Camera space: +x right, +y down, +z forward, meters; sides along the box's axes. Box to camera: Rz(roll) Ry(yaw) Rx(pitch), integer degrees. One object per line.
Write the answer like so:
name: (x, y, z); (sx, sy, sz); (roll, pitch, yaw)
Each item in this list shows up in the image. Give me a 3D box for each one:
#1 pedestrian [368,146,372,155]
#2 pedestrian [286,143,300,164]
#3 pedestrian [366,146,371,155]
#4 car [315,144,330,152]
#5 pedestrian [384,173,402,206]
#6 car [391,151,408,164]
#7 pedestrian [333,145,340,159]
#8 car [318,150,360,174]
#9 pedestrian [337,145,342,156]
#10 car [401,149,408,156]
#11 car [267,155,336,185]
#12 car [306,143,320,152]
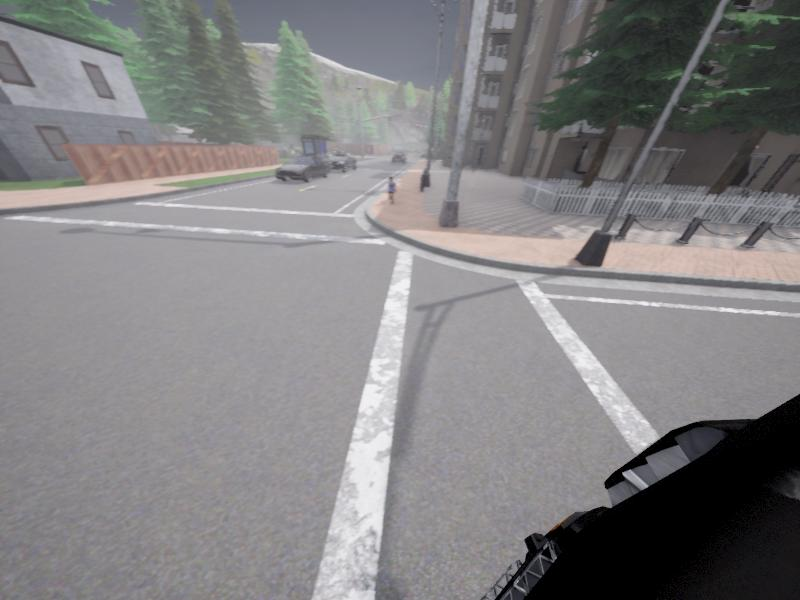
pedestrian: (-7.815, -38.570, 59.557); (0.751, 1.860, 0.751); (7, 34, 6)
pedestrian: (-11.799, -16.187, 25.547); (0.751, 1.860, 0.751); (3, 34, 1)
pedestrian: (-8.032, -38.259, 59.071); (0.751, 1.860, 0.751); (-18, 39, -28)
car: (-21.160, -41.577, 63.241); (1.932, 1.855, 4.605); (5, 34, 4)
pedestrian: (-0.298, -4.424, 9.269); (0.500, 1.100, 0.500); (18, 37, 22)
car: (0.001, -22.484, 36.454); (2.038, 1.542, 4.974); (6, 34, 5)
pedestrian: (-9.995, -23.288, 36.376); (0.751, 1.860, 0.751); (4, 34, 2)
car: (-5.611, -13.244, 22.059); (2.152, 1.651, 5.027); (6, 34, 5)
pedestrian: (-12.122, -29.954, 46.261); (0.751, 1.860, 0.751); (5, 34, 3)
car: (1.422, -44.828, 70.210); (1.789, 1.549, 3.705); (6, 34, 5)
car: (-6.498, -9.188, 16.091); (2.033, 1.411, 5.357); (6, 34, 5)
car: (-23.699, -41.577, 63.074); (1.905, 1.878, 3.866); (5, 34, 4)
